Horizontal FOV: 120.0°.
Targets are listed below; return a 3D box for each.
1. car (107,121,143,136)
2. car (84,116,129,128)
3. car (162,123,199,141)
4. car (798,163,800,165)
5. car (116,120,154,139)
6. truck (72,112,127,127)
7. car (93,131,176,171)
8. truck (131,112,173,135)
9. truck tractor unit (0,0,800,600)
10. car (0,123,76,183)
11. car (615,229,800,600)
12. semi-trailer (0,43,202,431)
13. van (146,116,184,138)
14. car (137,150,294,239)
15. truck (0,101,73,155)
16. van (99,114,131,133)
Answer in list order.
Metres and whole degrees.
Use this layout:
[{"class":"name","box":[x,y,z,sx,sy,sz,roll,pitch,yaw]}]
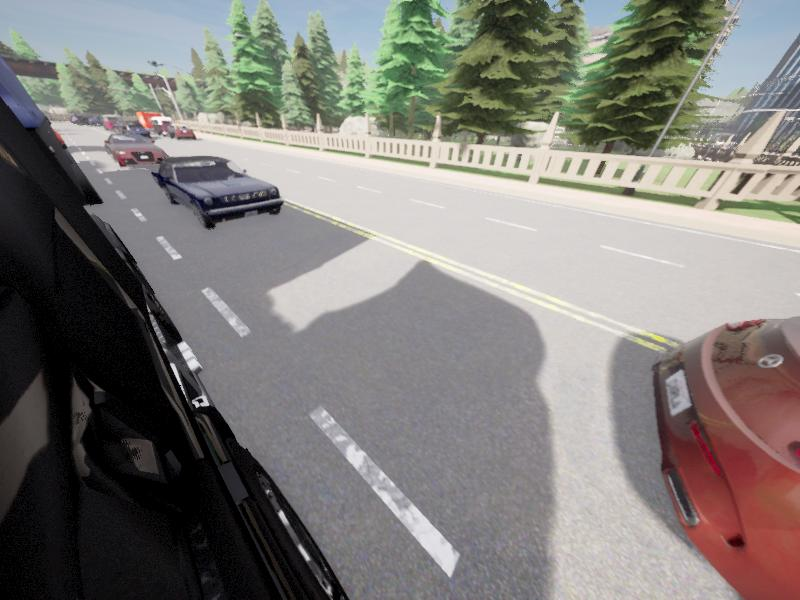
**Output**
[{"class":"car","box":[-35.547,-22.189,29.850,5.357,1.411,2.033,28,44,30]},{"class":"car","box":[-56.620,-34.419,44.650,2.152,1.651,5.027,28,44,30]},{"class":"car","box":[-25.820,-19.768,27.163,3.806,1.475,1.970,28,44,30]},{"class":"car","box":[55.439,-18.157,30.097,2.128,1.511,4.902,28,44,30]},{"class":"car","box":[-30.370,-19.511,26.426,3.988,1.617,1.851,28,44,30]},{"class":"truck","box":[-59.558,-35.858,45.987,2.390,2.098,6.274,28,44,30]},{"class":"car","box":[-14.153,-8.011,12.303,4.181,1.385,1.994,28,44,30]},{"class":"truck","box":[-35.894,-25.557,33.424,5.204,2.467,2.627,28,44,30]},{"class":"truck tractor unit","box":[-2.645,-0.295,0.351,6.516,4.208,3.053,28,44,30]},{"class":"car","box":[-16.104,-6.417,9.846,5.238,1.638,1.930,28,44,30]},{"class":"car","box":[4.036,1.574,0.448,5.027,1.651,2.152,27,43,29]},{"class":"semi-trailer","box":[-8.701,-3.605,4.222,14.254,4.402,2.717,28,44,30]},{"class":"van","box":[-30.592,-22.548,30.101,4.480,2.038,2.069,28,44,30]},{"class":"car","box":[-5.344,-3.273,6.597,4.718,1.301,1.895,28,44,30]},{"class":"truck","box":[-24.162,-11.054,14.834,5.204,2.467,2.627,27,43,30]},{"class":"van","box":[-40.973,-25.328,33.203,4.442,1.987,1.775,28,44,30]}]
